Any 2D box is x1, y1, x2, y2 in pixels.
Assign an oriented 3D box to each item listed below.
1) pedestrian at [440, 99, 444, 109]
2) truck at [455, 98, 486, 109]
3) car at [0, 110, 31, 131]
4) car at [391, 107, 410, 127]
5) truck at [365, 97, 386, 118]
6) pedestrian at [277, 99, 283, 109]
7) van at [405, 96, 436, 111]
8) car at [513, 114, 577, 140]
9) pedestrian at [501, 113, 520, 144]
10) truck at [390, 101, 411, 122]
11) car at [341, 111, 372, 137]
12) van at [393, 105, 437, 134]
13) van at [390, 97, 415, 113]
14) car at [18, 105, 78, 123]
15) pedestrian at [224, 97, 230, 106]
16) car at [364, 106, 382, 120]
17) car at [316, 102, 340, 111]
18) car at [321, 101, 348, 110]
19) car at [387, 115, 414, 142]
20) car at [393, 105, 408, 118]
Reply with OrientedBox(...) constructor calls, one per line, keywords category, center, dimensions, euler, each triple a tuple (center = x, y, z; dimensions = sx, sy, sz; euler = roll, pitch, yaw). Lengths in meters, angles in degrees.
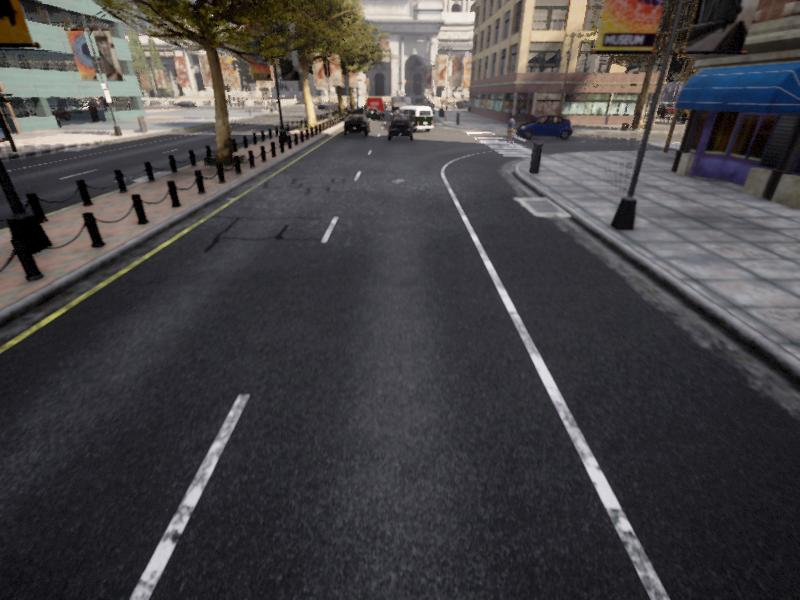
OrientedBox(category="pedestrian", center=(9.058, -42.156, 86.089), dimensions=(0.751, 1.860, 0.751), euler=(-4, 28, -8))
OrientedBox(category="truck", center=(15.467, -43.275, 88.093), dimensions=(6.274, 2.098, 2.390), euler=(0, 27, 0))
OrientedBox(category="car", center=(-34.276, -15.019, 33.517), dimensions=(2.161, 1.482, 4.786), euler=(0, 27, 0))
OrientedBox(category="car", center=(0.051, -19.160, 41.841), dimensions=(1.930, 1.638, 5.238), euler=(0, 27, 0))
OrientedBox(category="truck", center=(-3.430, -27.430, 56.901), dimensions=(2.627, 2.467, 5.204), euler=(0, 27, 0))
OrientedBox(category="pedestrian", center=(-25.515, -41.655, 84.834), dimensions=(0.751, 1.860, 0.751), euler=(1, 27, 2))
OrientedBox(category="van", center=(4.040, -38.727, 78.684), dimensions=(5.915, 2.561, 1.988), euler=(0, 27, 0))
OrientedBox(category="car", center=(10.773, -12.953, 29.965), dimensions=(3.988, 1.617, 1.851), euler=(1, 27, 2))
OrientedBox(category="pedestrian", center=(7.353, -11.436, 26.675), dimensions=(0.751, 1.860, 0.751), euler=(-3, 28, -6))
OrientedBox(category="truck", center=(0.060, -23.392, 49.526), dimensions=(2.390, 2.098, 6.274), euler=(0, 27, 0))
OrientedBox(category="car", center=(-3.463, -14.550, 32.897), dimensions=(1.930, 1.638, 5.238), euler=(0, 27, 0))
OrientedBox(category="van", center=(1.268, -16.054, 35.410), dimensions=(2.069, 2.038, 4.480), euler=(-12, 30, -22))
OrientedBox(category="van", center=(0.570, -35.090, 71.781), dimensions=(2.351, 2.431, 6.366), euler=(10, 29, 18))
OrientedBox(category="car", center=(-38.397, -20.392, 43.787), dimensions=(2.128, 1.511, 4.902), euler=(0, 27, 0))
OrientedBox(category="pedestrian", center=(-40.353, -46.368, 93.493), dimensions=(0.751, 1.860, 0.751), euler=(3, 27, 5))
OrientedBox(category="car", center=(-3.436, -23.885, 51.128), dimensions=(1.970, 1.475, 3.806), euler=(0, 27, 0))
OrientedBox(category="car", center=(-13.697, -36.961, 76.401), dimensions=(2.033, 1.411, 5.357), euler=(10, 29, 18))
OrientedBox(category="car", center=(-13.390, -39.884, 82.131), dimensions=(5.027, 1.651, 2.152), euler=(0, 27, 0))
OrientedBox(category="car", center=(0.035, -12.768, 29.642), dimensions=(1.837, 1.490, 4.892), euler=(0, 27, 0))
OrientedBox(category="car", center=(0.068, -27.095, 57.329), dimensions=(2.128, 1.511, 4.902), euler=(0, 27, 0))
